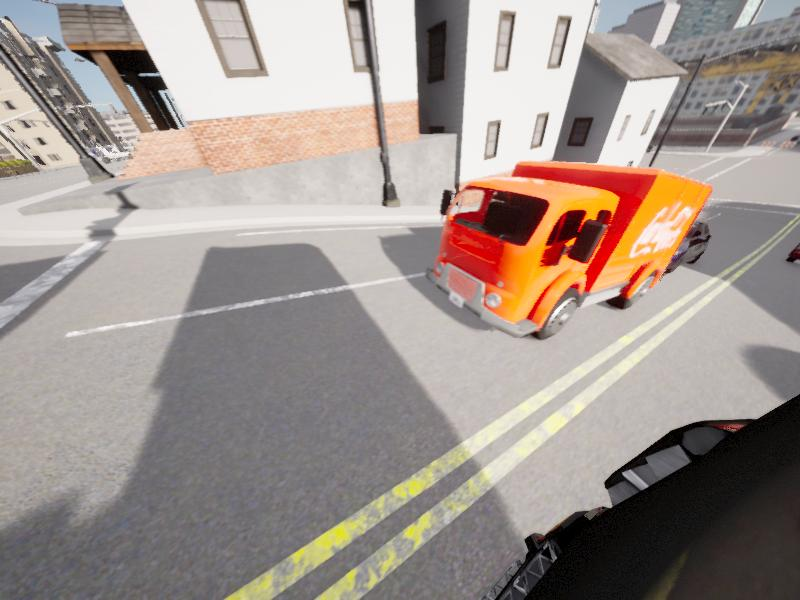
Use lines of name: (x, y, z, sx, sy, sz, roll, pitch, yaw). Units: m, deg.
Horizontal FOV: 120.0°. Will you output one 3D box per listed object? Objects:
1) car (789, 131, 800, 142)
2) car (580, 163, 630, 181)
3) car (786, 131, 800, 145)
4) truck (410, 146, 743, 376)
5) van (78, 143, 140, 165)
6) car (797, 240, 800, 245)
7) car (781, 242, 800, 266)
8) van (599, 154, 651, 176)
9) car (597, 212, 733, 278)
car: (61.052, -23.773, 33.729, 1.853, 1.218, 4.536, 4, 40, 14)
car: (27.785, -17.575, 31.531, 1.812, 1.442, 4.674, -24, 41, -21)
car: (61.055, -23.618, 33.787, 2.038, 1.542, 4.974, 4, 40, 14)
truck: (3.223, -1.192, 4.527, 5.204, 2.467, 2.627, -12, 35, -28)
van: (-51.992, -26.347, 41.535, 2.351, 2.431, 6.366, 17, 44, 28)
car: (26.352, -4.304, 13.615, 4.605, 1.855, 1.932, -18, 39, -24)
car: (19.974, -2.280, 10.555, 4.181, 1.385, 1.994, -13, 37, -27)
van: (31.167, -18.843, 32.161, 1.775, 1.987, 4.442, -23, 41, -20)
car: (9.219, -2.099, 8.053, 4.193, 1.474, 1.816, -12, 36, -28)
